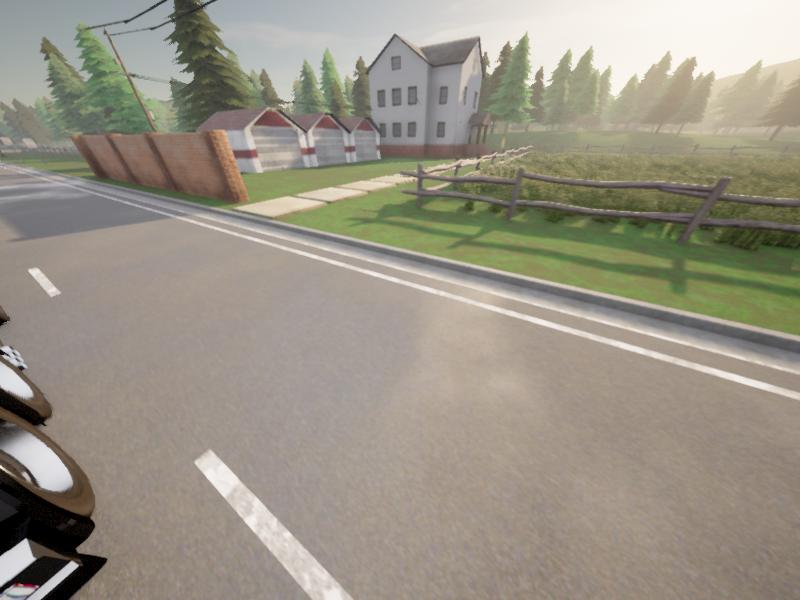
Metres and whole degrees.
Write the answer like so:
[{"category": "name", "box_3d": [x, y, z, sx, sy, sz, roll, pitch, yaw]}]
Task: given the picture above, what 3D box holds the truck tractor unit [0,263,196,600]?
[{"category": "truck tractor unit", "box_3d": [-5.108, -0.304, 0.787, 6.516, 4.208, 3.053, 18, 39, 24]}]
